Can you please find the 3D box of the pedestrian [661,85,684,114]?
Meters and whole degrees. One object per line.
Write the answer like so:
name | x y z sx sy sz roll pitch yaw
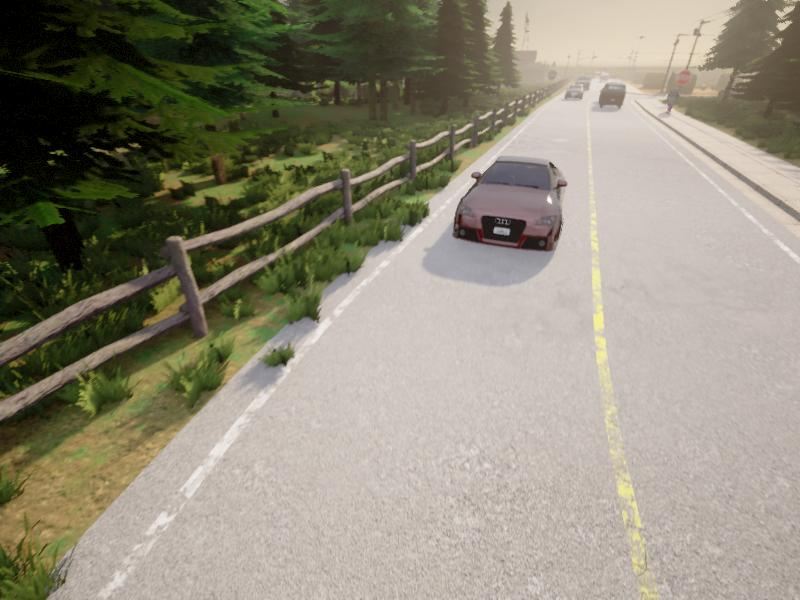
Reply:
pedestrian | 20.148 -14.805 29.555 0.751 1.860 0.751 25 38 35

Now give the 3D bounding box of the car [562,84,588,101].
car | 19.572 -23.229 44.695 2.128 1.511 4.902 13 32 20

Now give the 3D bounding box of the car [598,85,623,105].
car | 21.470 -20.937 40.808 1.837 1.490 4.892 13 33 21

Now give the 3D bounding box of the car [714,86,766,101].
car | 40.754 -24.863 48.054 4.181 1.385 1.994 11 32 17

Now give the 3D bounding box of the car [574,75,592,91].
car | 29.559 -34.969 64.465 2.150 2.045 5.566 13 32 20

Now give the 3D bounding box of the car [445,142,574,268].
car | 2.557 -2.330 8.718 1.994 1.385 4.181 11 32 18

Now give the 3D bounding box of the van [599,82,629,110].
van | 19.001 -18.289 35.737 1.775 1.987 4.442 12 32 19
